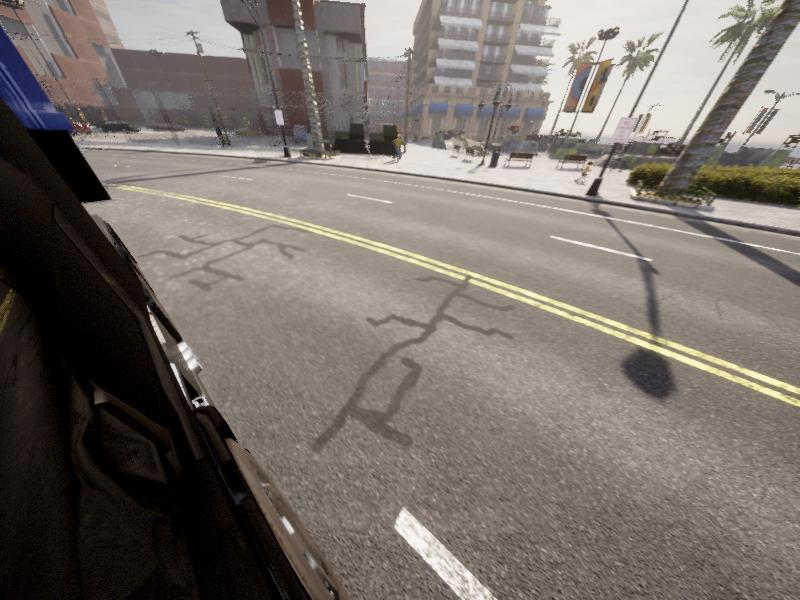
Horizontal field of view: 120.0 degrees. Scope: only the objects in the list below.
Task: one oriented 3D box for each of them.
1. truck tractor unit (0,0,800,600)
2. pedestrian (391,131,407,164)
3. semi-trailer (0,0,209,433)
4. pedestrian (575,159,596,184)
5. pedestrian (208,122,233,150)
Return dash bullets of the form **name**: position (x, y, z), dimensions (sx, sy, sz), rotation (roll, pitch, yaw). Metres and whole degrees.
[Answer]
- **truck tractor unit**: position (-2.645, -0.295, 0.352), dimensions (6.516, 4.208, 3.053), rotation (28, 44, 30)
- **pedestrian**: position (-0.085, -10.793, 16.379), dimensions (0.751, 1.860, 0.751), rotation (20, 40, 21)
- **semi-trailer**: position (-9.225, -3.180, 3.633), dimensions (14.254, 4.402, 2.717), rotation (22, 40, 23)
- **pedestrian**: position (10.016, -6.953, 12.505), dimensions (0.500, 1.100, 0.500), rotation (21, 40, 23)
- **pedestrian**: position (-14.962, -13.698, 19.312), dimensions (0.751, 1.860, 0.751), rotation (7, 37, 5)
